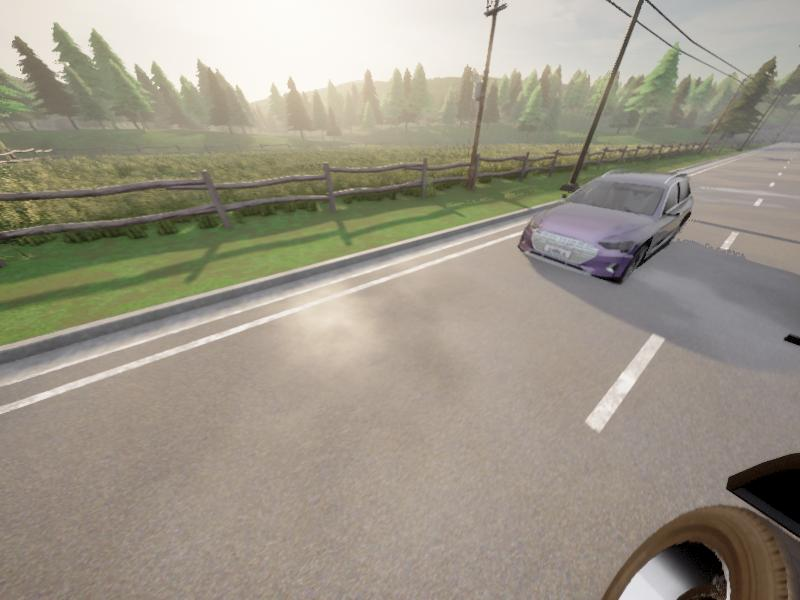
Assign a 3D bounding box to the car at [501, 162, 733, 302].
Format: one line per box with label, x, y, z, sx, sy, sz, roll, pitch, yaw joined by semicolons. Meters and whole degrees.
car;4.850;-1.919;5.178;4.856;1.649;2.033;-22;41;-28
